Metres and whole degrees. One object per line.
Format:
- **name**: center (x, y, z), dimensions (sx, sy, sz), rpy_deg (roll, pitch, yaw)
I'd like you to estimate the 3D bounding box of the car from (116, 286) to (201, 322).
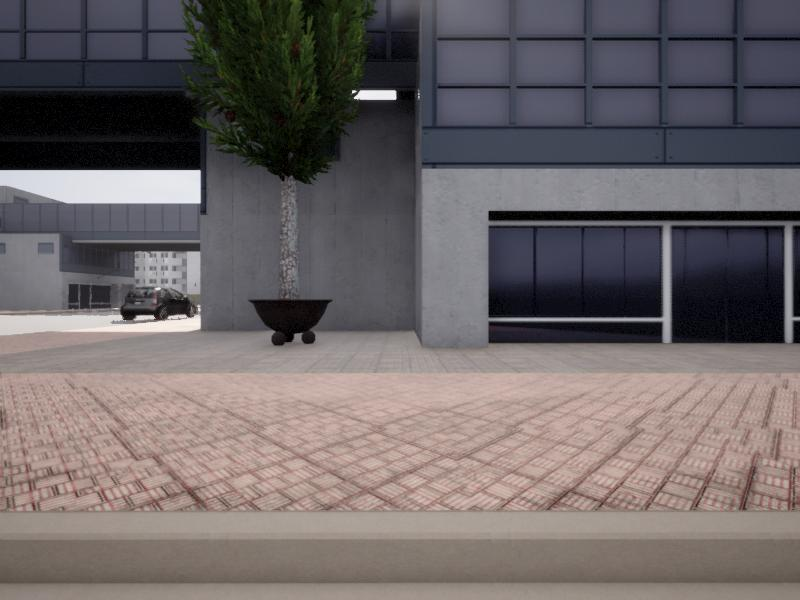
- **car**: center (-11.924, 0.189, 20.083), dimensions (1.851, 1.617, 3.988), rpy_deg (0, 0, 0)
